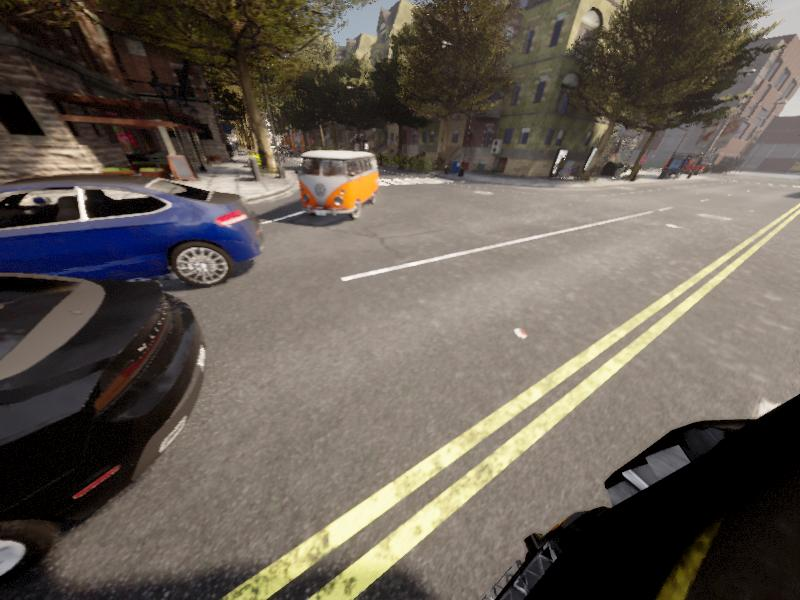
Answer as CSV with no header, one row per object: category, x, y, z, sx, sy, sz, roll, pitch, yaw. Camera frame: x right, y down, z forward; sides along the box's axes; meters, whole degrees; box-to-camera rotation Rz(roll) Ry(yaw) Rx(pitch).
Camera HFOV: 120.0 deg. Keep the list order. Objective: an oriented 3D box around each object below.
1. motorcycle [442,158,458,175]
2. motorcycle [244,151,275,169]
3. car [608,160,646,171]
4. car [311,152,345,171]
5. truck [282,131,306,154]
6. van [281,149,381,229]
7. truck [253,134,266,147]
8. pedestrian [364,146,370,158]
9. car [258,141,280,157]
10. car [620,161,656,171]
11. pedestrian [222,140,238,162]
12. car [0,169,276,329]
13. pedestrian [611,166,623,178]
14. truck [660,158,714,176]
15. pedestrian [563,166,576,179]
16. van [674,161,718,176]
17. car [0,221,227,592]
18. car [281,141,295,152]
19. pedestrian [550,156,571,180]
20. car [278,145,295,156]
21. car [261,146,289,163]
motorcycle,4.836,-12.828,22.213,0.764,1.277,2.356,10,33,29
motorcycle,-12.011,-12.022,19.835,0.803,1.145,2.033,28,40,17
car,48.769,-29.038,49.828,1.801,1.575,5.366,-16,38,-26
car,-7.232,-13.862,23.108,1.895,1.301,4.718,-16,38,-26
truck,-23.569,-34.939,51.339,2.891,3.827,8.468,-16,38,-26
van,-2.058,-4.331,8.522,1.775,1.987,4.442,6,34,5
truck,-52.428,-59.546,86.239,2.891,3.827,8.468,-16,38,-26
pedestrian,-6.212,-27.650,43.100,0.751,1.860,0.751,-17,38,-27
car,-22.011,-25.403,38.718,2.435,2.045,5.566,-16,38,-26
car,52.201,-29.457,50.801,2.128,1.511,4.902,-16,38,-26
pedestrian,-17.182,-15.043,23.353,0.751,1.860,0.751,-18,39,-28
car,-5.069,-1.029,3.661,5.027,1.651,2.152,-16,38,-26
pedestrian,25.455,-15.026,27.115,0.500,1.100,0.500,-17,38,-27
truck,53.108,-24.817,42.954,2.627,2.467,5.204,-7,35,-15
pedestrian,16.864,-12.731,23.031,0.500,1.100,0.500,-18,39,-28
van,56.664,-25.266,44.287,2.069,2.038,4.480,-16,38,-26
car,-3.901,0.928,0.919,4.892,1.490,1.837,-16,38,-26
car,-28.356,-38.847,58.473,2.150,2.045,5.566,-16,38,-26
pedestrian,15.094,-12.462,21.810,0.751,1.860,0.751,-5,34,-11
car,-20.831,-27.358,42.254,1.970,1.475,3.806,-16,38,-26
car,-15.395,-17.875,28.399,2.231,1.521,4.892,-16,38,-26
